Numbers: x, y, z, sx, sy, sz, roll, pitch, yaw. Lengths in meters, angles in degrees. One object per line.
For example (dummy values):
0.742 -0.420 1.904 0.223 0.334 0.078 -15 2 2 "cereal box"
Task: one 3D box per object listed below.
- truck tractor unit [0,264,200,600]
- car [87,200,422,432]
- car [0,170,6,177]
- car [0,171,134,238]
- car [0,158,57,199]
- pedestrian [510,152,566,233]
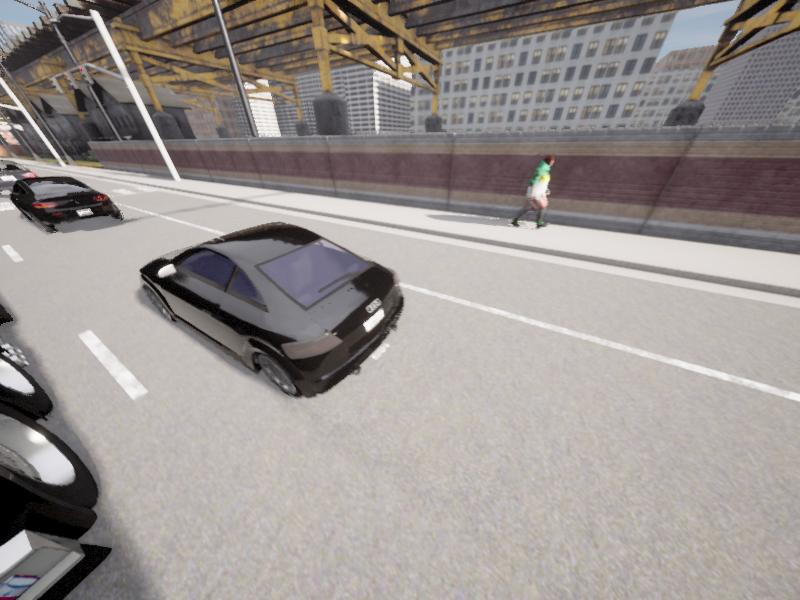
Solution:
-5.138 -0.266 0.771 6.516 4.208 3.053 18 40 24 "truck tractor unit"
-2.022 -0.357 3.435 4.181 1.385 1.994 18 39 24 "car"
-38.558 -12.017 20.867 4.902 1.511 2.128 17 39 25 "car"
-11.987 -3.551 8.178 4.674 1.442 1.812 18 39 24 "car"
-22.763 -7.067 13.267 4.611 1.667 2.242 18 39 24 "car"
3.696 -2.898 6.262 0.751 1.860 0.751 18 39 25 "pedestrian"
